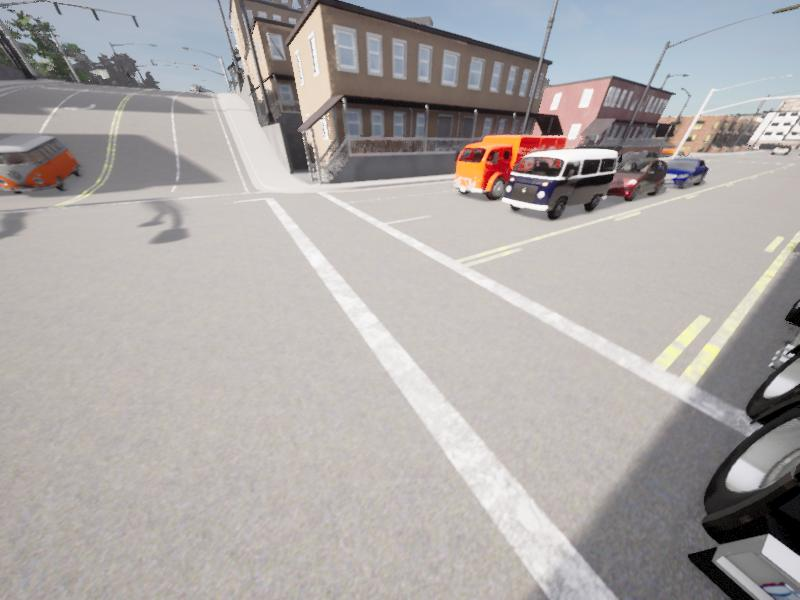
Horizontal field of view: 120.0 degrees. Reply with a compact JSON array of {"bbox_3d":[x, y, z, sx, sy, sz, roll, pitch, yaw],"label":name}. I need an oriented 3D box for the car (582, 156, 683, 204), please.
[{"bbox_3d":[11.274,-5.941,11.252,3.988,1.617,1.851,-19,39,-25],"label":"car"}]

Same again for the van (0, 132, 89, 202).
[{"bbox_3d":[-18.474,-6.865,11.682,1.775,1.987,4.442,-19,48,-26],"label":"van"}]

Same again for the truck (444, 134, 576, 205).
[{"bbox_3d":[5.179,-6.495,11.241,5.204,2.467,2.627,-18,39,-24],"label":"truck"}]

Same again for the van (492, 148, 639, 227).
[{"bbox_3d":[5.995,-4.351,8.538,4.480,2.038,2.069,-19,39,-25],"label":"van"}]

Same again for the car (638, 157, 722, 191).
[{"bbox_3d":[17.179,-7.843,14.183,4.674,1.442,1.812,-18,39,-25],"label":"car"}]

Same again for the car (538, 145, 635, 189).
[{"bbox_3d":[11.890,-8.635,14.748,5.566,2.045,2.150,-18,39,-25],"label":"car"}]

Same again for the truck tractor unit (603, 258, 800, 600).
[{"bbox_3d":[5.103,-0.307,0.799,6.516,4.208,3.053,-19,39,-25],"label":"truck tractor unit"}]
